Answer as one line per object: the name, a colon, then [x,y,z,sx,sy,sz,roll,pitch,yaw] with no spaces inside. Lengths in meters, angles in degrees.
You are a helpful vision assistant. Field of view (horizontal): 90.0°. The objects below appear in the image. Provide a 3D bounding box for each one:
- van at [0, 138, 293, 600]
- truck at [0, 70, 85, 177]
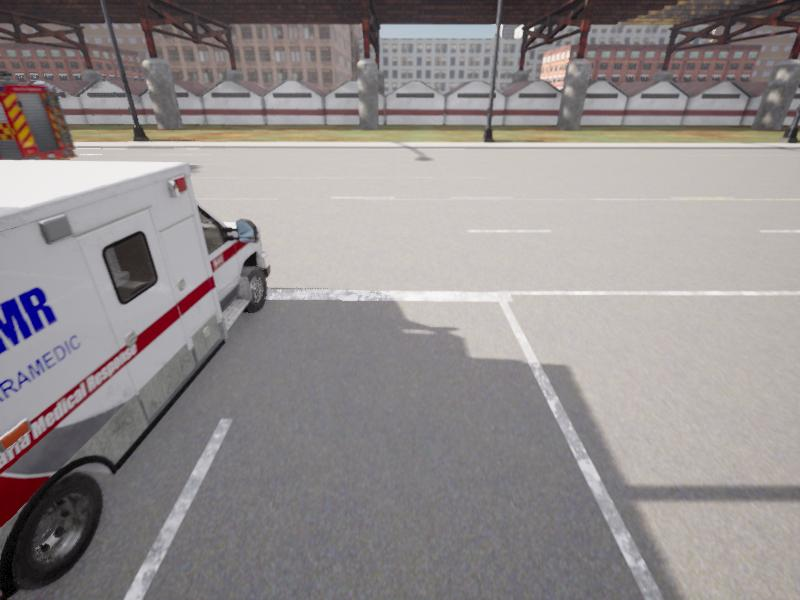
van: [-3.279,0.151,3.659,2.351,2.431,6.366,2,27,4]
truck: [-19.189,-7.421,16.807,8.468,3.827,2.891,0,27,0]
